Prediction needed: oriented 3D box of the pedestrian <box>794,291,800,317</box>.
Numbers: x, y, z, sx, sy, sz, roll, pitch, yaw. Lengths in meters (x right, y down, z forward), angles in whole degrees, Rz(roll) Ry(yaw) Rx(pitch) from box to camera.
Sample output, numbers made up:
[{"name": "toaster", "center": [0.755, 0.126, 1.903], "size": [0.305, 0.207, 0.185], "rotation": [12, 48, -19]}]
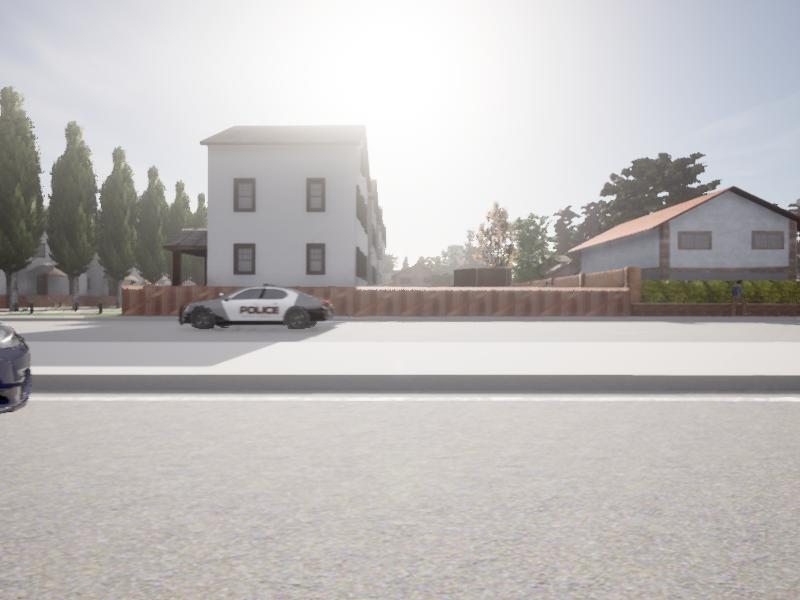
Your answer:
[{"name": "pedestrian", "center": [20.297, 0.185, 19.840], "size": [0.751, 1.300, 0.751], "rotation": [0, 0, 1]}]

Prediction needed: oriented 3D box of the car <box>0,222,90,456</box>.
[{"name": "car", "center": [-4.935, 0.245, 2.195], "size": [4.792, 1.488, 2.163], "rotation": [0, 0, 0]}]

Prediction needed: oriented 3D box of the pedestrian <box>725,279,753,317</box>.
[{"name": "pedestrian", "center": [16.793, -0.099, 19.802], "size": [0.751, 1.860, 0.751], "rotation": [0, 0, 2]}]

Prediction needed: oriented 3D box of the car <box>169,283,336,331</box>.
[{"name": "car", "center": [-4.836, 0.220, 13.697], "size": [4.974, 1.542, 2.038], "rotation": [0, 0, 0]}]
